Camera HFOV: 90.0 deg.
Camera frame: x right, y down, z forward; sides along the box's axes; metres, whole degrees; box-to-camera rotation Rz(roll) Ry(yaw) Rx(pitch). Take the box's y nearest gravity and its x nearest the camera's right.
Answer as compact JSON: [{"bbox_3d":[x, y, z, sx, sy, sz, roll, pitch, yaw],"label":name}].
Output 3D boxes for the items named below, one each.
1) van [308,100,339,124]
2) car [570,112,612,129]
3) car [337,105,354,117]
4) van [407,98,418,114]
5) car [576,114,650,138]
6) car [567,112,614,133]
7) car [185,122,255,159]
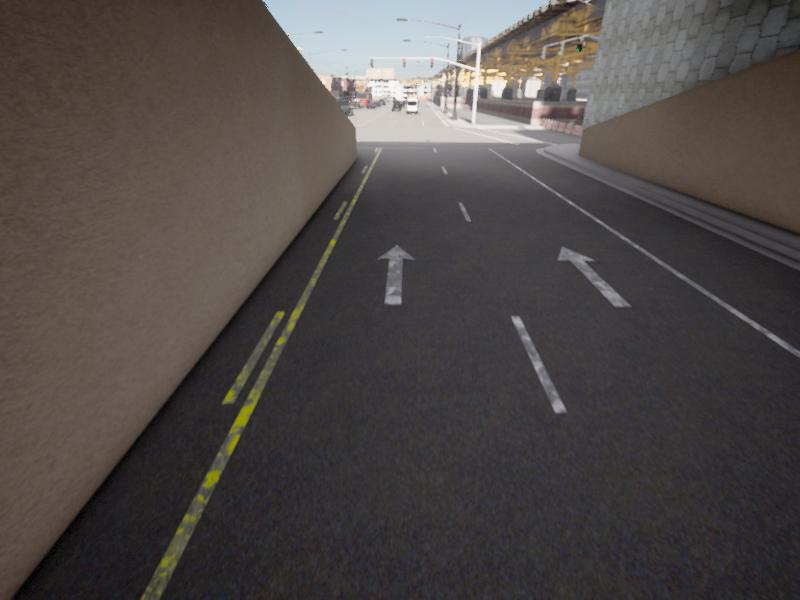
[{"bbox_3d":[-9.386,-23.527,49.883,2.351,2.431,6.366,1,27,2],"label":"van"},{"bbox_3d":[18.273,-17.193,38.216,4.536,1.218,1.853,-24,35,-38],"label":"car"},{"bbox_3d":[-8.681,-30.388,64.306,1.837,1.490,4.892,1,27,2],"label":"car"},{"bbox_3d":[2.359,-36.298,74.745,1.988,2.561,5.915,1,27,2],"label":"van"},{"bbox_3d":[18.046,-14.938,34.157,2.038,1.542,4.974,-17,32,-30],"label":"car"},{"bbox_3d":[18.236,-17.037,38.255,4.974,1.542,2.038,-24,35,-38],"label":"car"},{"bbox_3d":[-10.141,-9.264,23.022,2.007,1.525,4.514,0,27,-1],"label":"car"}]
